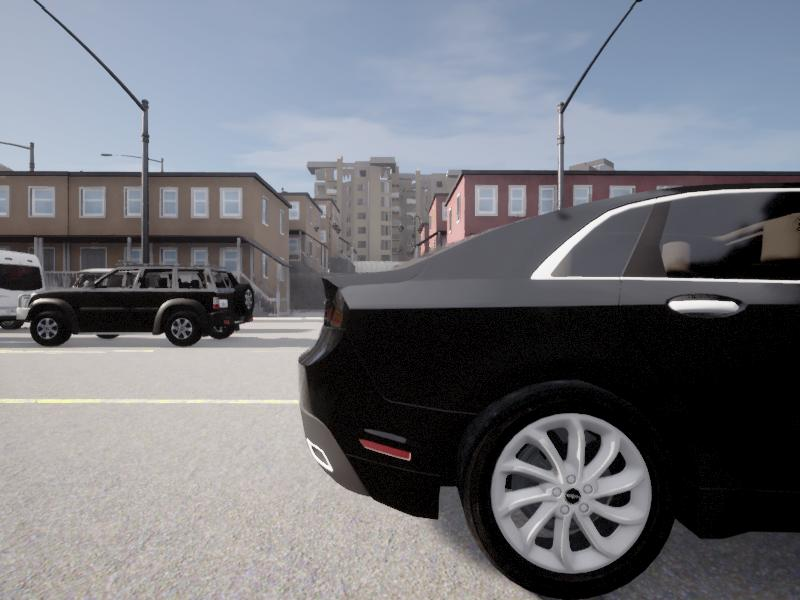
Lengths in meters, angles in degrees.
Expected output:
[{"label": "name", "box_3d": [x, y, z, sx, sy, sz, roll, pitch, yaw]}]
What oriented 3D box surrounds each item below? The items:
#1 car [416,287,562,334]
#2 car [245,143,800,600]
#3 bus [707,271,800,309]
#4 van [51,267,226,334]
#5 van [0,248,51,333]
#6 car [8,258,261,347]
[{"label": "car", "box_3d": [2.639, 0.308, 12.685, 4.181, 1.385, 1.994, 0, 0, 1]}, {"label": "car", "box_3d": [1.953, 0.244, 2.190, 4.892, 1.490, 1.837, 0, 0, 1]}, {"label": "bus", "box_3d": [44.225, -1.129, 49.911, 3.944, 4.253, 10.273, 0, 1, 1]}, {"label": "van", "box_3d": [-8.192, -0.005, 12.806, 4.442, 1.987, 1.775, 0, 0, 1]}, {"label": "van", "box_3d": [-15.030, -0.278, 12.886, 5.915, 2.561, 1.988, 0, 0, 1]}, {"label": "car", "box_3d": [-5.869, 0.052, 9.285, 4.605, 1.855, 1.932, 0, 0, 1]}]
